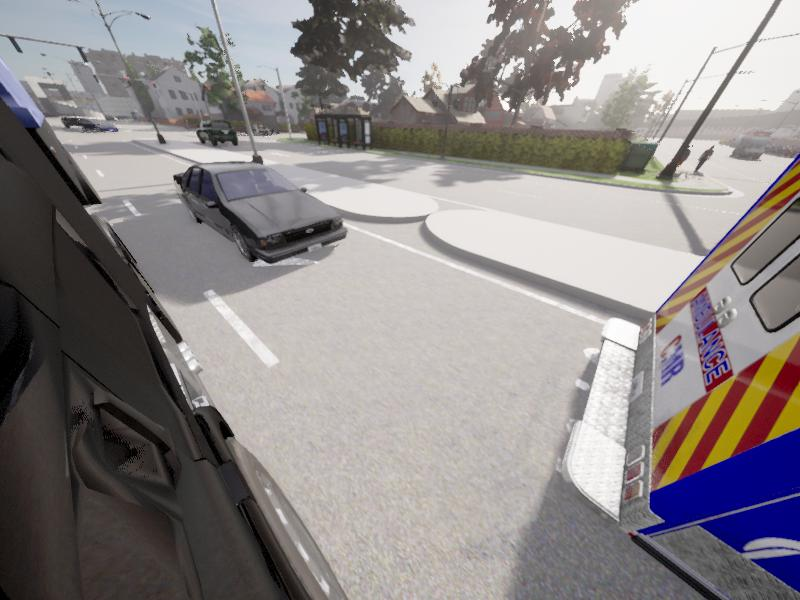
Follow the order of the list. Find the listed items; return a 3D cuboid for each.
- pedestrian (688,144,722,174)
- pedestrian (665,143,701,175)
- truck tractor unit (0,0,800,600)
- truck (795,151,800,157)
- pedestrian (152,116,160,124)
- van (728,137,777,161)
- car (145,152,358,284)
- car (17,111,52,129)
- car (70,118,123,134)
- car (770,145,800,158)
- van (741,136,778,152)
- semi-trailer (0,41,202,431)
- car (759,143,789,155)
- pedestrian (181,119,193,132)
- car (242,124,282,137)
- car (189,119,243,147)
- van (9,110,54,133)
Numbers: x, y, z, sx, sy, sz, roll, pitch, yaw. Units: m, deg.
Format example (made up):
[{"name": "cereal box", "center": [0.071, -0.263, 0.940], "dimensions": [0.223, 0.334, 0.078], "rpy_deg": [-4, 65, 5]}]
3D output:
[{"name": "pedestrian", "center": [23.385, -10.822, 17.758], "dimensions": [0.751, 1.860, 0.751], "rpy_deg": [-29, 47, -35]}, {"name": "pedestrian", "center": [20.206, -10.072, 16.553], "dimensions": [0.751, 1.860, 0.751], "rpy_deg": [28, 44, 30]}, {"name": "truck tractor unit", "center": [-2.645, -0.295, 0.351], "dimensions": [6.516, 4.208, 3.053], "rpy_deg": [28, 44, 30]}, {"name": "truck", "center": [69.101, -24.589, 37.755], "dimensions": [2.627, 2.467, 5.204], "rpy_deg": [28, 45, 30]}, {"name": "pedestrian", "center": [-71.252, -52.602, 67.498], "dimensions": [0.751, 1.860, 0.751], "rpy_deg": [29, 44, 30]}, {"name": "van", "center": [51.806, -22.354, 34.129], "dimensions": [1.988, 2.561, 5.915], "rpy_deg": [28, 45, 30]}, {"name": "car", "center": [-3.617, -2.381, 5.440], "dimensions": [5.357, 1.411, 2.033], "rpy_deg": [28, 44, 30]}, {"name": "car", "center": [-53.032, -26.113, 33.562], "dimensions": [4.605, 1.855, 1.932], "rpy_deg": [28, 44, 29]}, {"name": "car", "center": [-40.752, -23.431, 31.100], "dimensions": [4.792, 1.488, 2.163], "rpy_deg": [13, 38, 13]}, {"name": "car", "center": [66.142, -25.472, 39.514], "dimensions": [1.789, 1.549, 3.705], "rpy_deg": [28, 45, 30]}, {"name": "van", "center": [77.098, -33.572, 49.680], "dimensions": [2.351, 2.431, 6.366], "rpy_deg": [28, 45, 30]}, {"name": "semi-trailer", "center": [-8.708, -3.599, 4.215], "dimensions": [14.254, 4.402, 2.717], "rpy_deg": [28, 44, 30]}, {"name": "car", "center": [70.458, -28.532, 43.629], "dimensions": [1.789, 1.549, 3.705], "rpy_deg": [28, 45, 30]}, {"name": "pedestrian", "center": [-37.112, -30.407, 40.294], "dimensions": [0.751, 1.860, 0.751], "rpy_deg": [31, 45, 32]}, {"name": "car", "center": [-23.409, -28.945, 39.442], "dimensions": [1.930, 1.638, 5.238], "rpy_deg": [30, 45, 31]}, {"name": "car", "center": [-18.491, -16.803, 23.203], "dimensions": [5.566, 2.045, 2.150], "rpy_deg": [28, 44, 30]}, {"name": "van", "center": [-44.610, -21.707, 28.073], "dimensions": [4.480, 2.038, 2.069], "rpy_deg": [29, 44, 29]}]
